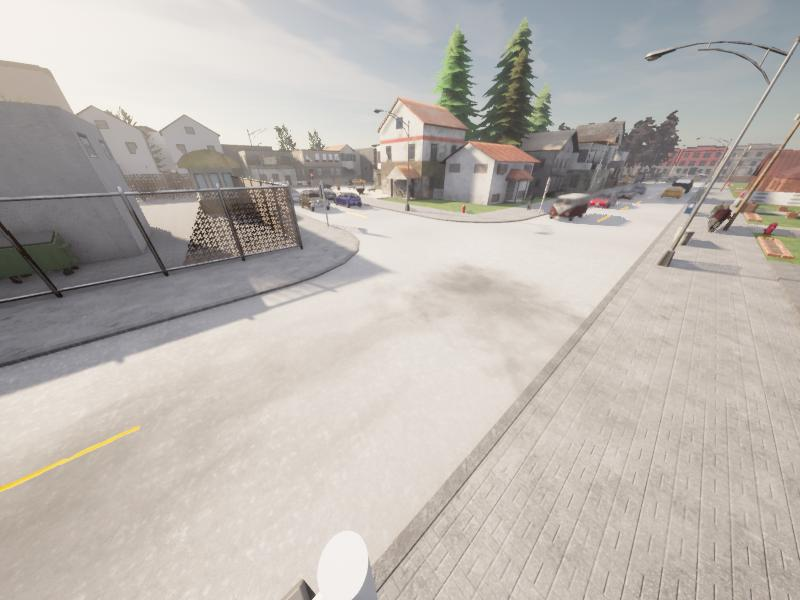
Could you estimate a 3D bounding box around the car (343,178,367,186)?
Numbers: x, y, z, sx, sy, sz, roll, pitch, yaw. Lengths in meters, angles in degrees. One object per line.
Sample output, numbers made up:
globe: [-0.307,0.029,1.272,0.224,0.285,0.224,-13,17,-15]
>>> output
car: [-11.035,-29.263,57.110,5.366,1.575,1.801,-24,37,-35]

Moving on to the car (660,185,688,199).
car: [40.553,-16.019,34.214,5.008,1.535,1.882,-23,37,-34]

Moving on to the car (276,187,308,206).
car: [-13.614,-13.088,29.046,2.033,1.649,4.856,-22,37,-33]

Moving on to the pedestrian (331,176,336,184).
pedestrian: [-16.891,-30.699,59.061,0.751,1.860,0.751,-23,37,-34]

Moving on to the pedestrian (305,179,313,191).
pedestrian: [-16.707,-21.106,42.428,0.751,1.860,0.751,3,30,5]

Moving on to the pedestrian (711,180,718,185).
pedestrian: [77.734,-29.087,57.030,0.500,1.100,0.500,-10,32,-17]

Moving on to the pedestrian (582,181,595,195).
pedestrian: [29.536,-17.555,36.294,0.751,1.860,0.751,-11,32,-18]

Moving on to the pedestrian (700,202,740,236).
pedestrian: [20.721,-5.262,15.004,0.751,1.860,0.751,25,38,36]

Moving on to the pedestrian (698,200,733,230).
pedestrian: [22.293,-6.035,16.341,0.751,1.860,0.751,-21,36,-32]

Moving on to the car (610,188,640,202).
car: [31.050,-14.573,31.879,4.181,1.385,1.994,-23,37,-34]

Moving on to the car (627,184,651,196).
car: [38.472,-17.753,37.226,3.633,1.501,1.845,-23,37,-34]

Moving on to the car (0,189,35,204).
car: [-50.240,-12.762,28.615,4.892,1.490,1.837,-23,37,-34]

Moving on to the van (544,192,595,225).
van: [14.489,-7.907,19.715,4.442,1.987,1.775,-23,37,-34]

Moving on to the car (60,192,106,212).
car: [-33.330,-10.450,24.440,1.816,1.474,4.193,-23,37,-34]

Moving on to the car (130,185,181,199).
car: [-36.107,-16.054,34.300,4.902,1.511,2.128,-23,37,-34]

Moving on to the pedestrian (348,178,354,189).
pedestrian: [-9.645,-22.913,45.322,0.751,1.860,0.751,6,31,11]

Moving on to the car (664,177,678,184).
car: [73.505,-32.475,62.643,3.988,1.617,1.851,-23,37,-34]

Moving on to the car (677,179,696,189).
car: [60.421,-24.417,48.690,3.988,1.617,1.851,-22,37,-33]

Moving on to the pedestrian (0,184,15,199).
pedestrian: [-54.735,-15.014,31.894,0.751,1.860,0.751,-23,37,-34]

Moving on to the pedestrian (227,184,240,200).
pedestrian: [-22.068,-14.288,30.638,0.751,1.860,0.751,-25,38,-36]

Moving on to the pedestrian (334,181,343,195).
pedestrian: [-9.776,-17.806,36.713,0.751,1.860,0.751,26,39,37]

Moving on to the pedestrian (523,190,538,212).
pedestrian: [12.856,-9.731,22.745,0.751,1.860,0.751,23,37,34]

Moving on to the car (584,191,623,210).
car: [22.923,-11.240,25.947,4.514,1.525,2.007,-23,37,-34]

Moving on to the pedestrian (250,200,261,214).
pedestrian: [-13.682,-8.801,21.892,0.500,1.100,0.500,22,37,33]

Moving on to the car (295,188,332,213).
car: [-9.197,-10.625,24.531,1.932,1.855,4.605,-21,36,-32]

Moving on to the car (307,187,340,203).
car: [-10.279,-14.123,30.987,2.163,1.488,4.792,-23,37,-34]

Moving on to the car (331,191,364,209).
car: [-6.095,-11.608,26.637,1.816,1.474,4.193,-23,37,-34]

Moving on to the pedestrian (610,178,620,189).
pedestrian: [42.851,-23.136,45.963,0.751,1.860,0.751,-23,37,-34]

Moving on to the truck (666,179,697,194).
truck: [49.295,-19.929,40.421,6.274,2.098,2.390,-22,37,-34]
